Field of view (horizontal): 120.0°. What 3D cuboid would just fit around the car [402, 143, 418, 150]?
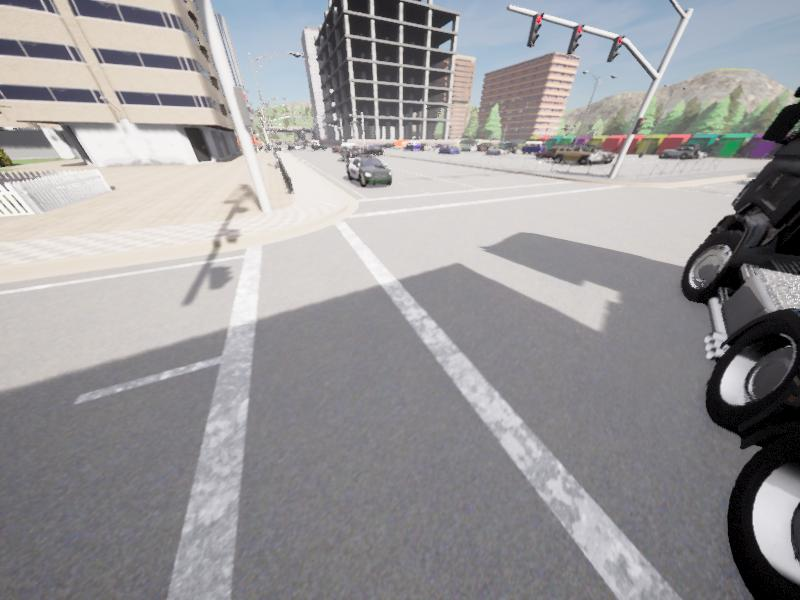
[{"bbox_3d":[3.294,-49.699,74.693,4.611,1.667,2.242,-15,37,-20],"label":"car"}]

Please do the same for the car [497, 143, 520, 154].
[{"bbox_3d":[22.341,-31.435,47.804,1.905,1.878,3.866,-14,37,-20],"label":"car"}]

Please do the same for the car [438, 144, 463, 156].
[{"bbox_3d":[9.320,-27.968,43.021,2.242,1.667,4.611,-14,37,-20],"label":"car"}]

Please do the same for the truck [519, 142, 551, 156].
[{"bbox_3d":[24.993,-28.217,42.975,2.069,2.038,4.478,-14,37,-20],"label":"truck"}]

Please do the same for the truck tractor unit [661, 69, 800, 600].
[{"bbox_3d":[4.750,-0.557,1.159,3.053,4.208,6.516,28,43,34],"label":"truck tractor unit"}]

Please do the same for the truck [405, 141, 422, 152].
[{"bbox_3d":[3.068,-35.965,54.129,2.069,2.038,4.478,-14,37,-20],"label":"truck"}]

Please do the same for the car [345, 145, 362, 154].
[{"bbox_3d":[-10.176,-32.717,50.234,2.033,1.411,5.357,-15,37,-20],"label":"car"}]

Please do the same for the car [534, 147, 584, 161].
[{"bbox_3d":[21.688,-20.198,31.914,2.033,1.415,5.357,-14,37,-20],"label":"car"}]

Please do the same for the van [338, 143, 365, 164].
[{"bbox_3d":[-6.150,-18.495,29.051,2.069,2.038,4.480,-15,37,-20],"label":"van"}]

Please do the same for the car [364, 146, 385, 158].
[{"bbox_3d":[-4.437,-25.681,39.924,1.882,1.535,5.008,-15,37,-20],"label":"car"}]

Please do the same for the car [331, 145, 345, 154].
[{"bbox_3d":[-13.118,-31.610,48.573,1.812,1.442,4.674,-14,37,-20],"label":"car"}]

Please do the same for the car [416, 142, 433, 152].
[{"bbox_3d":[5.674,-36.600,55.226,1.932,1.855,4.605,-14,37,-20],"label":"car"}]

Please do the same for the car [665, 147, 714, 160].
[{"bbox_3d":[42.368,-21.501,33.896,1.970,1.475,3.806,-14,37,-20],"label":"car"}]

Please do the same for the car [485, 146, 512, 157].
[{"bbox_3d":[17.107,-25.894,40.169,1.970,1.475,3.806,-14,37,-20],"label":"car"}]

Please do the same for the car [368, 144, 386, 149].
[{"bbox_3d":[-7.325,-49.096,73.813,5.357,1.411,2.033,-15,37,-20],"label":"car"}]

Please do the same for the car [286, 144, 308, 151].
[{"bbox_3d":[-27.415,-40.729,61.527,2.038,1.542,4.974,20,39,27],"label":"car"}]

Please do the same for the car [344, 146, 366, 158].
[{"bbox_3d":[-7.540,-24.736,38.592,2.163,1.488,4.792,-15,37,-20],"label":"car"}]

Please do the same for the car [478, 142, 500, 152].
[{"bbox_3d":[21.153,-36.583,55.261,1.932,1.855,4.605,-14,37,-20],"label":"car"}]

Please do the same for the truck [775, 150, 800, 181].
[{"bbox_3d":[30.696,-9.832,16.252,5.204,2.467,2.627,-14,37,-19],"label":"truck"}]

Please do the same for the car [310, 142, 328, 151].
[{"bbox_3d":[-20.602,-39.130,58.978,3.866,1.878,1.905,-15,37,-21],"label":"car"}]

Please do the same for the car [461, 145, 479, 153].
[{"bbox_3d":[16.096,-35.054,53.451,1.970,1.475,3.806,-14,37,-20],"label":"car"}]

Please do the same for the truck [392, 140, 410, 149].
[{"bbox_3d":[0.337,-51.501,76.470,5.204,2.467,2.627,-15,37,-20],"label":"truck"}]

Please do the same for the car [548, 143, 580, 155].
[{"bbox_3d":[32.448,-30.088,45.885,1.932,1.855,4.605,-14,37,-20],"label":"car"}]

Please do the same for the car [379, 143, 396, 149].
[{"bbox_3d":[-3.813,-47.936,71.904,4.892,1.490,1.837,-15,37,-20],"label":"car"}]

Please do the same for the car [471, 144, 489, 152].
[{"bbox_3d":[18.731,-35.756,54.424,1.784,1.438,3.905,-14,37,-20],"label":"car"}]

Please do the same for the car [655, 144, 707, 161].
[{"bbox_3d":[39.729,-21.027,32.777,1.905,1.878,3.866,-14,37,-20],"label":"car"}]

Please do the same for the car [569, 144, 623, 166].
[{"bbox_3d":[21.887,-16.423,26.030,1.905,1.878,3.866,-14,37,-20],"label":"car"}]

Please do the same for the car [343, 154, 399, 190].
[{"bbox_3d":[-2.009,-8.383,14.852,2.038,1.542,4.974,-14,37,-20],"label":"car"}]

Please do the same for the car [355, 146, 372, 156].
[{"bbox_3d":[-7.147,-28.986,44.790,1.812,1.442,4.674,-15,37,-20],"label":"car"}]

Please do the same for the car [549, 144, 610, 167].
[{"bbox_3d":[19.230,-15.777,25.078,1.932,1.855,4.605,-14,37,-20],"label":"car"}]

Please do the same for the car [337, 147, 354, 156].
[{"bbox_3d":[-10.201,-27.951,43.407,1.895,1.301,4.718,-15,37,-20],"label":"car"}]
